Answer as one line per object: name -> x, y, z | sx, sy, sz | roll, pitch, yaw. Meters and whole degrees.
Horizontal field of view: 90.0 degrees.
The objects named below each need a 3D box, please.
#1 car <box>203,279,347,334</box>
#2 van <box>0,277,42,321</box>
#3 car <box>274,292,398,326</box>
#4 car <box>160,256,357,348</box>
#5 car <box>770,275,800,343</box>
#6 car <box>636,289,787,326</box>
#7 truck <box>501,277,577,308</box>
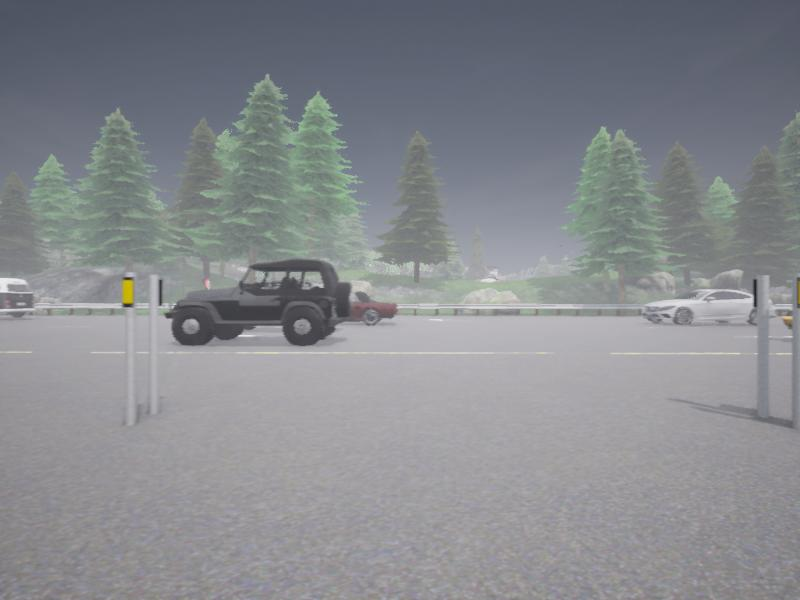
car -> -3.810, 0.182, 12.721 | 3.988, 1.617, 1.851 | 0, 0, 0
van -> -20.866, -0.059, 19.789 | 4.480, 2.038, 2.069 | 0, 0, 0
car -> -2.452, 0.339, 16.212 | 4.718, 1.301, 1.895 | 0, 0, 0
car -> -3.030, 0.041, 9.215 | 3.866, 1.878, 1.905 | 0, 0, 0
car -> 11.994, 0.217, 9.154 | 5.366, 1.575, 1.801 | 0, 0, 0
car -> 12.403, 0.286, 16.158 | 4.674, 1.442, 1.812 | 0, 0, 0
truck -> 17.157, -0.903, 49.899 | 8.468, 3.827, 2.891 | 0, 0, 3
